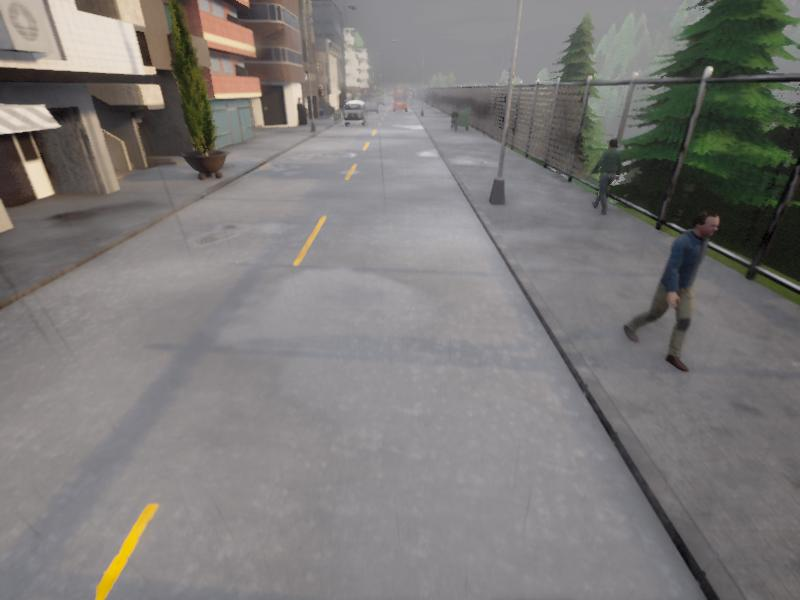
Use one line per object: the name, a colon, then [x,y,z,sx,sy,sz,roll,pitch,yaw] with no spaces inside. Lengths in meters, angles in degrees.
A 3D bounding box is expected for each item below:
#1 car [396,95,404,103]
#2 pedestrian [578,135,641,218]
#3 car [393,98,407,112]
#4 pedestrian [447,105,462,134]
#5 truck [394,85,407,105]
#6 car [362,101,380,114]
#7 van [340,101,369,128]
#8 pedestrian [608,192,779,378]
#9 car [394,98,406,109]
car: [0.065,-50.125,99.747,2.033,1.649,4.856,0,28,0]
pedestrian: [5.194,-3.081,10.025,0.751,1.860,0.751,0,28,0]
car: [0.042,-29.912,61.237,2.097,1.767,4.553,0,28,0]
pedestrian: [3.956,-13.185,29.185,0.751,1.860,0.751,-4,28,-9]
truck: [0.070,-46.457,90.443,2.891,3.827,8.468,0,28,0]
car: [-3.963,-26.444,54.938,2.163,1.488,4.792,0,28,0]
van: [-3.974,-16.626,35.713,2.069,2.038,4.480,0,27,0]
pedestrian: [3.134,-0.161,4.461,0.751,1.860,0.751,-7,29,-14]
car: [0.047,-35.828,72.944,2.152,1.651,5.027,0,28,0]
